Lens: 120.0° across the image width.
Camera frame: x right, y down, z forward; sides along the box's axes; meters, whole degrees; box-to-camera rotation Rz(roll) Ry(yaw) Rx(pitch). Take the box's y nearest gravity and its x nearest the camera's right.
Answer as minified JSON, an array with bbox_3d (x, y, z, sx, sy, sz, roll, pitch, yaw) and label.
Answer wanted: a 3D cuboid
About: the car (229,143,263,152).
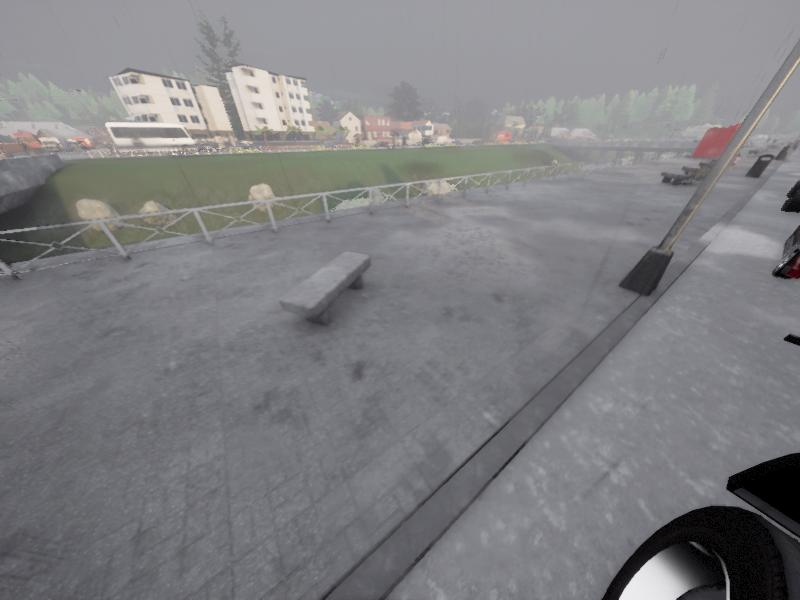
[{"bbox_3d":[-31.205,-30.937,46.783,5.357,1.411,2.033,-22,41,-28],"label":"car"}]

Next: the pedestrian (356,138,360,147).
[{"bbox_3d":[-11.390,-42.255,62.045,0.751,1.860,0.751,-11,36,-14],"label":"pedestrian"}]

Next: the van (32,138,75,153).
[{"bbox_3d":[-68.597,-30.774,45.932,2.351,2.431,6.366,-22,41,-28],"label":"van"}]

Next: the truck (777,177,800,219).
[{"bbox_3d":[16.195,-4.243,7.977,6.274,2.098,2.390,-22,41,-28],"label":"truck"}]

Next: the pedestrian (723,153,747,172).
[{"bbox_3d":[23.676,-9.730,16.339,0.500,1.100,0.500,-28,44,-34],"label":"pedestrian"}]

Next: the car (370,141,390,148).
[{"bbox_3d":[-5.361,-41.407,61.329,4.892,1.490,1.837,-22,41,-28],"label":"car"}]

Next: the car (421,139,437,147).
[{"bbox_3d":[8.088,-44.175,64.831,3.866,1.878,1.905,-22,41,-28],"label":"car"}]

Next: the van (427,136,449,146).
[{"bbox_3d":[11.597,-48.631,70.628,6.366,2.431,2.351,-22,41,-28],"label":"van"}]

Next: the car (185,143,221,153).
[{"bbox_3d":[-36.898,-28.599,43.425,4.892,1.490,1.837,-21,40,-27],"label":"car"}]

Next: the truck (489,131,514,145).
[{"bbox_3d":[34.835,-55.764,79.349,8.468,3.827,2.891,-22,41,-28],"label":"truck"}]

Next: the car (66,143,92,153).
[{"bbox_3d":[-63.154,-29.966,45.498,1.789,1.549,3.705,-22,41,-28],"label":"car"}]

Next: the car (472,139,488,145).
[{"bbox_3d":[25.852,-51.181,74.964,4.792,1.488,2.163,-22,41,-28],"label":"car"}]

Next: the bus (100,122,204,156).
[{"bbox_3d":[-39.718,-26.397,37.937,10.273,4.253,3.944,-18,39,-23],"label":"bus"}]

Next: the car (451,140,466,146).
[{"bbox_3d":[17.890,-47.973,70.473,4.193,1.474,1.816,-22,41,-28],"label":"car"}]

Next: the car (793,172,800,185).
[{"bbox_3d":[24.543,-7.371,12.859,4.902,1.511,2.128,-22,41,-28],"label":"car"}]

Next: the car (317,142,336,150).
[{"bbox_3d":[-17.334,-36.532,54.608,3.806,1.475,1.970,-22,41,-28],"label":"car"}]

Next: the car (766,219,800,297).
[{"bbox_3d":[8.923,-1.008,4.082,4.181,1.385,1.994,-22,41,-28],"label":"car"}]
